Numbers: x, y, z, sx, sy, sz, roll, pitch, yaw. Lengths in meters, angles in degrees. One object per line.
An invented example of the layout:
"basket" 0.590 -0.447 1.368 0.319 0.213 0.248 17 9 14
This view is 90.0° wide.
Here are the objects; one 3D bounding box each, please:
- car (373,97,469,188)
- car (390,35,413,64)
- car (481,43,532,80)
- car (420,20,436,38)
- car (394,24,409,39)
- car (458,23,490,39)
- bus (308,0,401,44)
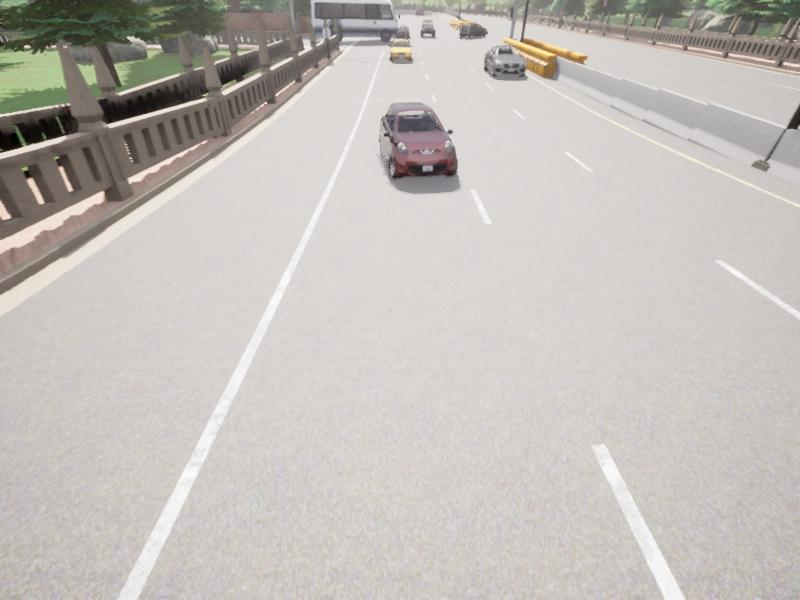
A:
"car" 0.390 -4.453 10.981 1.845 1.501 3.633 -5 35 -7
"car" 0.129 -21.082 33.586 1.801 1.575 5.366 0 37 0
"car" 7.044 -16.261 27.143 2.152 1.651 5.027 0 37 0
"car" 3.740 -36.580 53.943 1.905 1.878 3.866 0 37 0
"car" 0.242 -35.990 53.592 1.994 1.385 4.181 1 37 1
"car" 9.701 -35.322 52.504 3.988 1.617 1.851 -26 44 -30
"bus" -5.225 -33.016 47.224 10.273 4.253 3.944 -2 37 -4
